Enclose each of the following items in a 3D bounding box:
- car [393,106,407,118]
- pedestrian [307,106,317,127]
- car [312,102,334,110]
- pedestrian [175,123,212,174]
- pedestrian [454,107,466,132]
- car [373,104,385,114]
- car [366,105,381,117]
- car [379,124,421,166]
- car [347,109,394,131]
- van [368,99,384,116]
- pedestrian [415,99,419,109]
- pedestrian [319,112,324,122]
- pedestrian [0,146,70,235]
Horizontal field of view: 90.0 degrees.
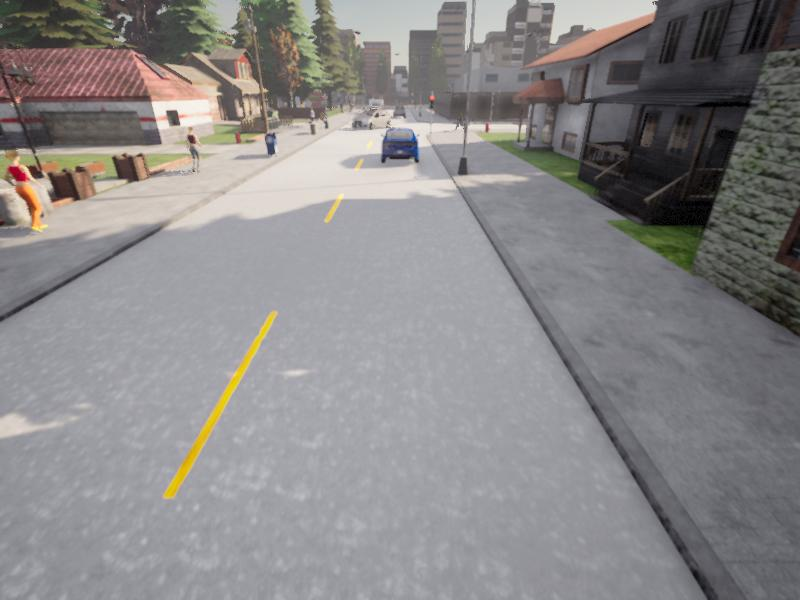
[{"bbox_3d":[0.000,-26.864,57.080,1.845,1.501,3.633,0,27,0],"label":"car"},{"bbox_3d":[-8.621,-17.973,39.229,0.751,1.860,0.751,-3,27,-6],"label":"pedestrian"},{"bbox_3d":[-18.036,-45.538,93.895,4.611,1.667,2.242,0,27,0],"label":"car"},{"bbox_3d":[-8.400,-6.178,16.336,0.751,1.860,0.751,-1,27,-1],"label":"pedestrian"},{"bbox_3d":[5.154,-15.464,34.287,0.751,1.860,0.751,-4,28,-8],"label":"pedestrian"},{"bbox_3d":[-3.998,-35.866,75.136,2.007,1.525,4.514,0,27,0],"label":"car"},{"bbox_3d":[-3.965,-28.399,60.076,1.970,1.475,3.806,2,25,-1],"label":"car"},{"bbox_3d":[0.002,-8.118,20.689,1.882,1.535,5.008,0,27,0],"label":"car"},{"bbox_3d":[-2.756,-17.339,38.457,2.242,1.667,4.611,15,31,27],"label":"car"},{"bbox_3d":[-4.002,-32.504,67.538,2.351,2.431,6.366,0,27,0],"label":"van"},{"bbox_3d":[3.645,-42.144,86.055,0.751,1.860,0.751,11,29,20],"label":"pedestrian"},{"bbox_3d":[-9.104,-21.296,46.512,0.500,1.100,0.500,-3,27,-5],"label":"pedestrian"},{"bbox_3d":[-8.615,-2.518,9.233,0.751,1.860,0.751,1,27,2],"label":"pedestrian"}]
